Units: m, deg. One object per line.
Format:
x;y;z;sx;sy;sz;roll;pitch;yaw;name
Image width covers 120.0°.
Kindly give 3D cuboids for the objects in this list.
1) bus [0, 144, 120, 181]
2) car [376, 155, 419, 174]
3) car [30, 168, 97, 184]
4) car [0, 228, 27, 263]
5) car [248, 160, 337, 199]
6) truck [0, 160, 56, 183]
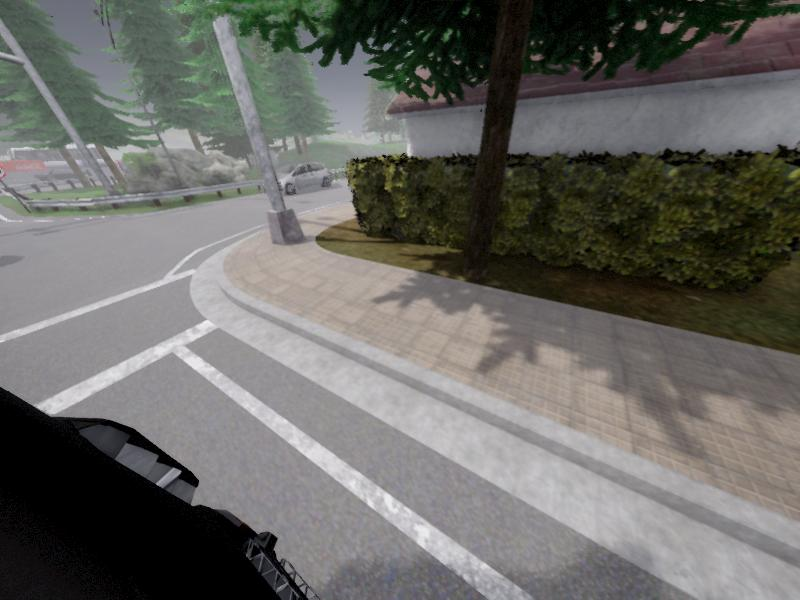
-54.482;-22.406;37.327;3.944;4.253;10.273;16;38;26;bus
-0.116;-14.451;24.538;2.033;1.411;5.357;16;38;26;car
-43.794;-16.303;30.194;1.895;1.301;4.718;16;38;26;car
-11.419;-0.455;4.053;2.128;1.511;4.902;-6;34;-5;car
-6.731;-8.043;15.141;2.242;1.667;4.611;16;38;26;car
-54.106;-18.247;32.702;2.627;2.467;5.204;16;38;26;truck
